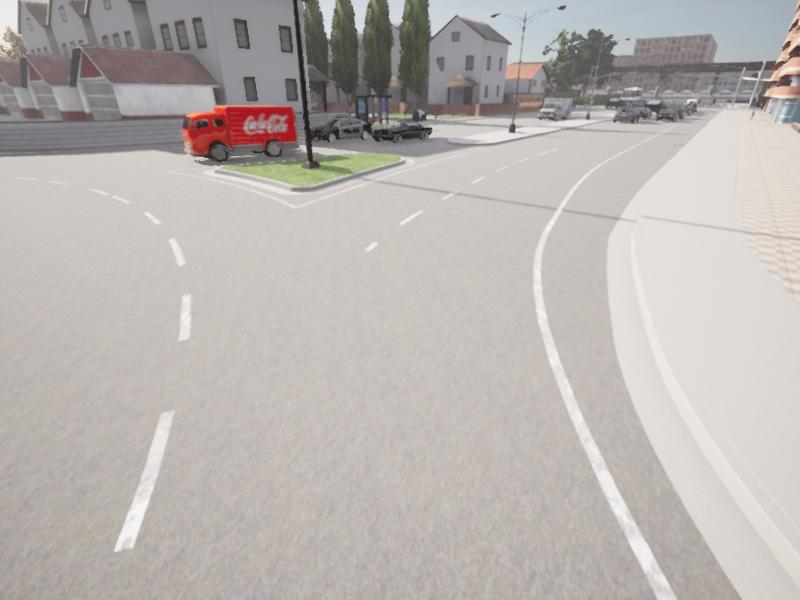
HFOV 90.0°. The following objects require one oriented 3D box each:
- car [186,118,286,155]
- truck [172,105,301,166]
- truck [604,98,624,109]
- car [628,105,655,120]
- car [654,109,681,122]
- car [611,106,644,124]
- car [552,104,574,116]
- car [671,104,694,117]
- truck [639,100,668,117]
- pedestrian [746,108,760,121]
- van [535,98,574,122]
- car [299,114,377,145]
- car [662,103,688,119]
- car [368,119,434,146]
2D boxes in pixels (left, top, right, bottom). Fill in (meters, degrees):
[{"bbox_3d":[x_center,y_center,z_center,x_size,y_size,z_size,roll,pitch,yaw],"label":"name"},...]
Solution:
[{"bbox_3d":[-9.484,-9.671,23.497,4.856,1.649,2.033,-20,34,-34],"label":"car"},{"bbox_3d":[-8.163,-8.528,20.379,5.204,2.467,2.627,-19,33,-33],"label":"truck"},{"bbox_3d":[47.003,-43.118,87.700,2.390,2.098,6.274,19,33,32],"label":"truck"},{"bbox_3d":[32.363,-25.122,53.516,2.038,1.542,4.974,19,34,32],"label":"car"},{"bbox_3d":[32.451,-22.395,48.502,1.895,1.301,4.718,19,33,32],"label":"car"},{"bbox_3d":[26.417,-21.552,46.460,2.242,1.667,4.611,19,33,32],"label":"car"},{"bbox_3d":[25.464,-29.683,62.376,1.816,1.474,4.193,19,33,32],"label":"car"},{"bbox_3d":[43.614,-29.236,61.693,2.152,1.651,5.027,19,33,32],"label":"car"},{"bbox_3d":[38.323,-29.019,60.435,2.390,2.098,6.274,19,33,32],"label":"truck"},{"bbox_3d":[40.256,-21.145,45.666,0.751,1.300,0.751,14,30,25],"label":"pedestrian"},{"bbox_3d":[19.178,-23.587,49.558,2.351,2.431,6.366,19,33,32],"label":"van"},{"bbox_3d":[-4.191,-11.946,27.882,1.930,1.638,5.238,22,35,36],"label":"car"},{"bbox_3d":[37.209,-25.522,54.017,2.097,1.767,4.553,19,33,32],"label":"car"},{"bbox_3d":[0.149,-11.613,27.621,1.895,1.301,4.718,21,34,35],"label":"car"}]
